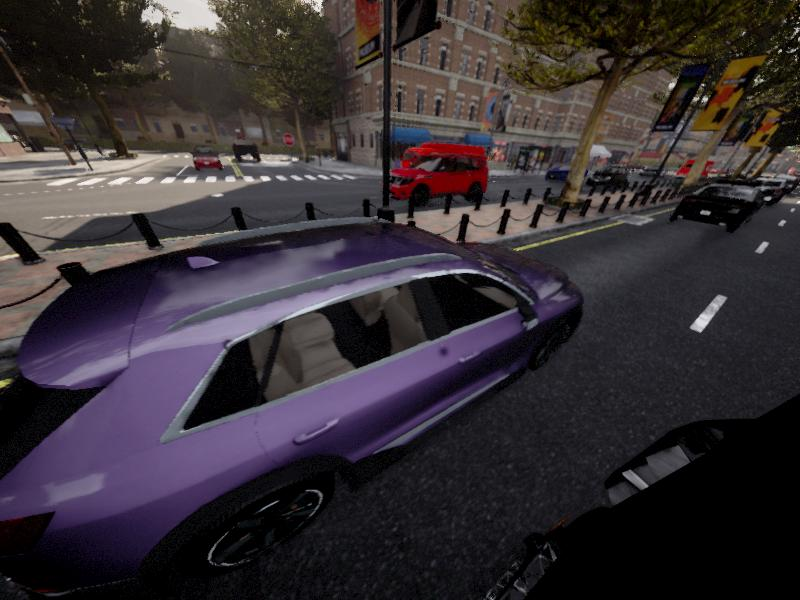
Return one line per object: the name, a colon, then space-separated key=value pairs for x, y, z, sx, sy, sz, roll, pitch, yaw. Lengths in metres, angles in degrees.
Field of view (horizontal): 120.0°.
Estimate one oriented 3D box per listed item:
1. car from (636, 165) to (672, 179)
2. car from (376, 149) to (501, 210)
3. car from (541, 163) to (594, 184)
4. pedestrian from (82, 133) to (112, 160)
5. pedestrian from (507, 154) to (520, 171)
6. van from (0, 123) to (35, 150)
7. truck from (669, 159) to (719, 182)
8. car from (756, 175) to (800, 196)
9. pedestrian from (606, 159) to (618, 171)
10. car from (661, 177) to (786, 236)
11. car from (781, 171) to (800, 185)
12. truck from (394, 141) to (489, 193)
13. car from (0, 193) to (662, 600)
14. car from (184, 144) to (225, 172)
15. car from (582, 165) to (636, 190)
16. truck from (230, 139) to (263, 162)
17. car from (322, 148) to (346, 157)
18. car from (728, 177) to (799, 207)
car: x=37.169 y=-18.775 z=33.814 sx=4.974 sy=1.542 sz=2.038 roll=-17 pitch=39 yaw=-27
car: x=1.855 y=-5.851 z=11.080 sx=5.566 sy=2.045 sz=2.150 roll=-17 pitch=38 yaw=-27
car: x=16.298 y=-12.363 z=22.497 sx=5.008 sy=1.535 sz=1.882 roll=-17 pitch=38 yaw=-27
pedestrian: x=-24.855 y=-12.580 z=18.974 sx=0.751 sy=1.860 sz=0.751 roll=-27 pitch=44 yaw=-37
pedestrian: x=15.233 y=-18.452 z=30.985 sx=0.751 sy=1.860 sz=0.751 roll=-18 pitch=39 yaw=-28
van: x=-46.731 y=-18.065 z=25.329 sx=6.366 sy=2.431 sz=2.351 roll=-17 pitch=38 yaw=-27
truck: x=40.635 y=-17.943 z=31.987 sx=5.204 sy=2.467 sz=2.627 roll=-17 pitch=38 yaw=-27
car: x=37.278 y=-11.311 z=22.600 sx=4.892 sy=1.490 sz=1.837 roll=-17 pitch=38 yaw=-28
pedestrian: x=39.089 y=-24.920 z=42.616 sx=0.751 sy=1.860 sz=0.751 roll=-15 pitch=37 yaw=-25
car: x=13.817 y=-4.168 z=9.849 sx=5.238 sy=1.638 sz=1.930 roll=-17 pitch=38 yaw=-27
car: x=63.199 y=-19.336 z=36.627 sx=5.027 sy=1.651 sz=2.152 roll=-17 pitch=38 yaw=-27
truck: x=2.584 y=-8.524 z=14.789 sx=5.204 sy=2.467 sz=2.627 roll=-17 pitch=38 yaw=-28
car: x=-0.023 y=0.093 z=2.348 sx=4.856 sy=1.649 sz=2.033 roll=-17 pitch=38 yaw=-27
car: x=-15.263 y=-11.253 z=18.276 sx=1.851 sy=1.617 sz=3.988 roll=-17 pitch=38 yaw=-27
car: x=18.079 y=-10.663 z=20.010 sx=3.988 sy=1.617 sz=1.851 roll=-17 pitch=38 yaw=-27
truck: x=-18.604 y=-18.065 z=27.837 sx=2.390 sy=2.098 sz=6.274 roll=-18 pitch=38 yaw=-28
car: x=-13.503 y=-30.141 z=47.113 sx=4.181 sy=1.385 sz=1.994 roll=-16 pitch=38 yaw=-26
car: x=25.484 y=-7.683 z=16.217 sx=3.806 sy=1.475 sz=1.970 roll=-17 pitch=38 yaw=-27
